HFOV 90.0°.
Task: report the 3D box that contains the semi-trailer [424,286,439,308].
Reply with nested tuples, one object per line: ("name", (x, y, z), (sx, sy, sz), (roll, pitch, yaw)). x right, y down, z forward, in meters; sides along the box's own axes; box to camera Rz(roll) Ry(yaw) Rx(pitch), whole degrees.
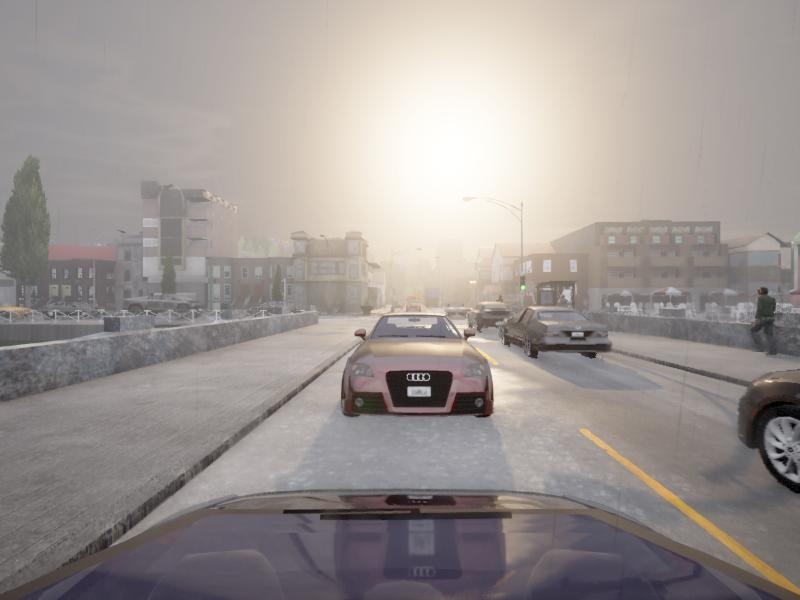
("semi-trailer", (7.023, -0.623, 89.920), (2.717, 4.402, 14.254), (0, 0, 2))

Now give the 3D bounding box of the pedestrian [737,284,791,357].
("pedestrian", (9.626, 0.533, 10.608), (0.751, 1.860, 0.751), (0, 0, 2))

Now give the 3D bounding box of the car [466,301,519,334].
("car", (4.741, 0.846, 21.254), (1.837, 1.490, 4.892), (0, 0, 2))

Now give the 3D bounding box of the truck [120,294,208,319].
("truck", (-20.415, 0.542, 34.832), (6.274, 2.098, 2.390), (0, 0, 2))

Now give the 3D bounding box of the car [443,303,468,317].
("car", (5.331, 0.944, 38.941), (1.895, 1.301, 4.718), (0, 0, 2))

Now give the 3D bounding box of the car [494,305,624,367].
("car", (4.449, 0.894, 12.325), (2.033, 1.411, 5.357), (0, 0, 2))

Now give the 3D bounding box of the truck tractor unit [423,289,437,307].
("truck tractor unit", (7.288, -0.528, 97.837), (3.053, 4.208, 6.516), (0, 0, 2))

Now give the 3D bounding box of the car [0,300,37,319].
("car", (-35.539, 0.801, 35.340), (5.366, 1.575, 1.801), (0, 0, 2))

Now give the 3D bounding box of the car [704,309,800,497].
("car", (4.099, 0.844, 1.809), (1.837, 1.490, 4.892), (0, 0, 2))

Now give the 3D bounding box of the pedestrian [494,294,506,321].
("pedestrian", (7.233, 0.533, 28.901), (0.751, 1.860, 0.751), (0, 0, 19))

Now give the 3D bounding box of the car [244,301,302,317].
("car", (-12.195, 0.837, 38.561), (4.902, 1.511, 2.128), (0, 0, 2))

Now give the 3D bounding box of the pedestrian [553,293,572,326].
("pedestrian", (9.359, 0.533, 23.038), (0.751, 1.860, 0.751), (0, 0, -12))

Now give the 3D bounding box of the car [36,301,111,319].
("car", (-28.550, 0.836, 35.105), (4.902, 1.511, 2.128), (0, 0, 2))

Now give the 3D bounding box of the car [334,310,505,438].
("car", (0.239, 0.907, 6.750), (1.994, 1.385, 4.181), (0, 0, 0))
